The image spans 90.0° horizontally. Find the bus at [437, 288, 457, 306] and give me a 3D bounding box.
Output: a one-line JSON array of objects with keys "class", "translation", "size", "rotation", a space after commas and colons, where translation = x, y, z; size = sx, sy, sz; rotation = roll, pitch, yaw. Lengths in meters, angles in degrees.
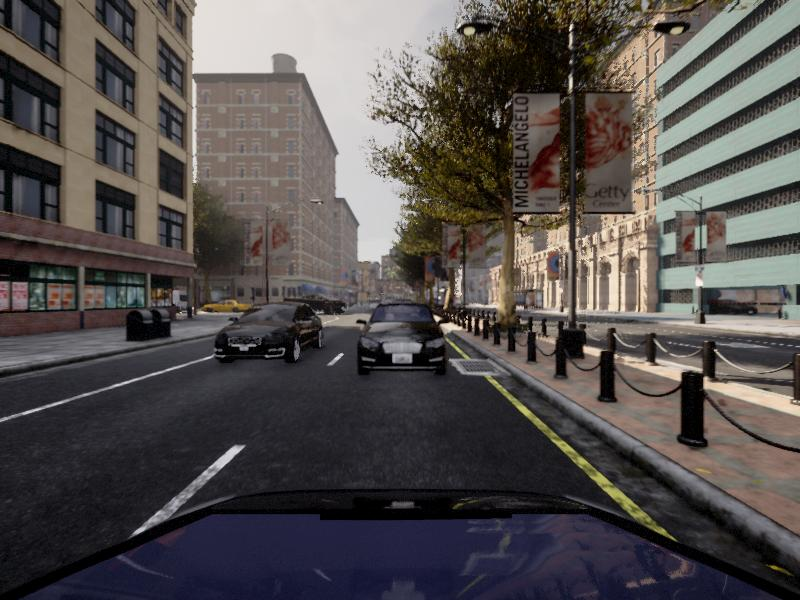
[{"class": "bus", "translation": [12.174, -0.758, 104.896], "size": [3.944, 4.253, 10.273], "rotation": [0, 0, 0]}]

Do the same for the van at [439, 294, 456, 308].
[{"class": "van", "translation": [8.541, 0.226, 71.881], "size": [2.351, 2.431, 6.366], "rotation": [0, 0, 0]}]

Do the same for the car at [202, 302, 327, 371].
[{"class": "car", "translation": [-3.432, 0.820, 11.282], "size": [1.837, 1.490, 4.892], "rotation": [0, 0, 0]}]

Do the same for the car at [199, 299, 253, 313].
[{"class": "car", "translation": [-19.888, 0.704, 45.884], "size": [5.366, 1.575, 1.801], "rotation": [0, 0, -2]}]

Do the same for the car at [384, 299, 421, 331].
[{"class": "car", "translation": [0.154, 0.741, 22.213], "size": [1.851, 1.617, 3.988], "rotation": [0, 0, 0]}]

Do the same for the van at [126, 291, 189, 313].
[{"class": "van", "translation": [-27.699, 0.225, 45.798], "size": [5.915, 2.561, 1.988], "rotation": [0, 0, 0]}]

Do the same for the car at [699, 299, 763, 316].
[{"class": "car", "translation": [31.095, 0.677, 37.828], "size": [2.161, 1.482, 4.786], "rotation": [0, 0, 0]}]

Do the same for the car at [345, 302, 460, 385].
[{"class": "car", "translation": [0.059, 0.815, 9.829], "size": [2.128, 1.511, 4.902], "rotation": [0, 0, 0]}]

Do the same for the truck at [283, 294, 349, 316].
[{"class": "truck", "translation": [-8.562, 0.456, 40.737], "size": [6.274, 2.098, 2.390], "rotation": [0, -1, 21]}]

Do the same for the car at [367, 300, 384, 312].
[{"class": "car", "translation": [-3.119, 0.716, 51.531], "size": [1.845, 1.501, 3.633], "rotation": [0, 0, 0]}]
